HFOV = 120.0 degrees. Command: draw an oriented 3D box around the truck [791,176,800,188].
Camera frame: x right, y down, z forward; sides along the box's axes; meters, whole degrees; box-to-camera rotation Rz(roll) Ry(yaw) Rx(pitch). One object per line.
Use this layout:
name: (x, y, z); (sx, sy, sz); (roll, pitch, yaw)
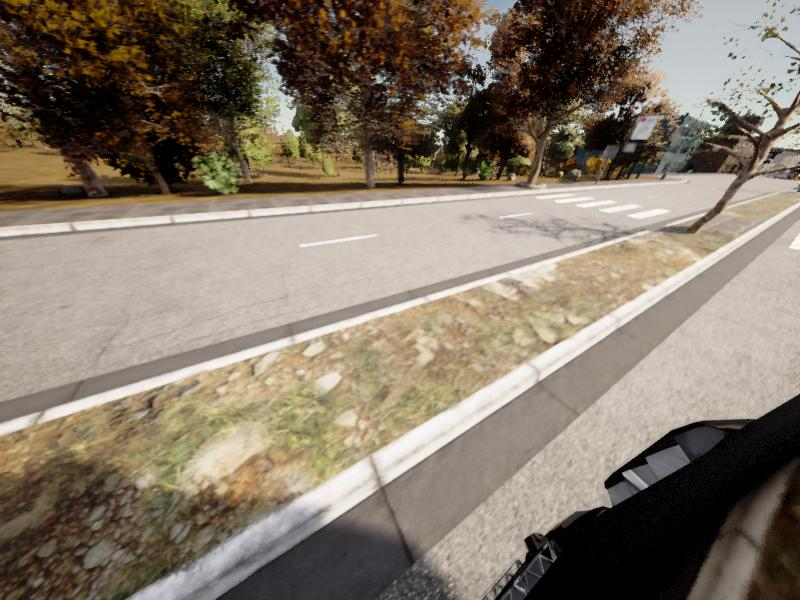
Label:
truck: (50.604, -14.210, 27.068); (2.627, 2.467, 5.204); (24, 39, 28)
